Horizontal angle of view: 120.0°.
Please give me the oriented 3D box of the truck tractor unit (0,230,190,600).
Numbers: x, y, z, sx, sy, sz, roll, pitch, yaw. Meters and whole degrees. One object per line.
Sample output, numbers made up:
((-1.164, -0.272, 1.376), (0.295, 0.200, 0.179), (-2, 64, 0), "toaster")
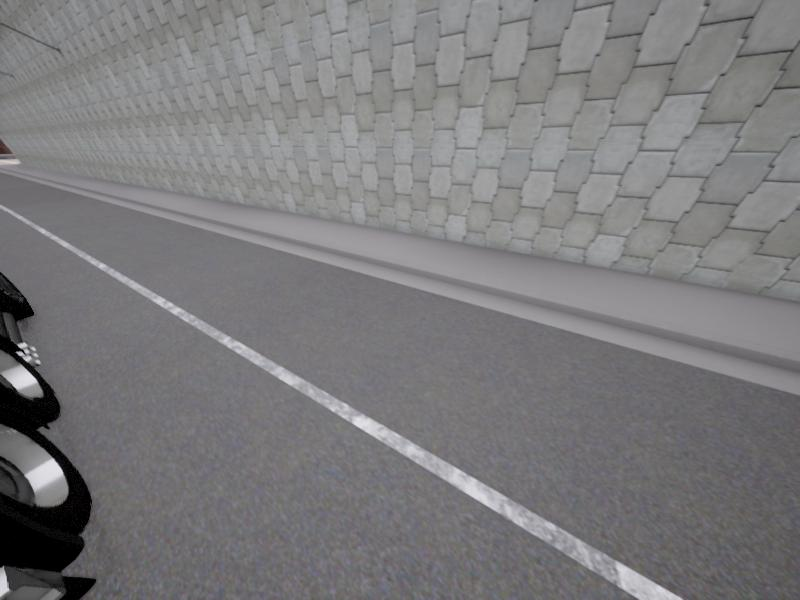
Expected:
((-5.049, -0.359, 0.859), (6.516, 4.208, 3.053), (21, 40, 27), "truck tractor unit")
